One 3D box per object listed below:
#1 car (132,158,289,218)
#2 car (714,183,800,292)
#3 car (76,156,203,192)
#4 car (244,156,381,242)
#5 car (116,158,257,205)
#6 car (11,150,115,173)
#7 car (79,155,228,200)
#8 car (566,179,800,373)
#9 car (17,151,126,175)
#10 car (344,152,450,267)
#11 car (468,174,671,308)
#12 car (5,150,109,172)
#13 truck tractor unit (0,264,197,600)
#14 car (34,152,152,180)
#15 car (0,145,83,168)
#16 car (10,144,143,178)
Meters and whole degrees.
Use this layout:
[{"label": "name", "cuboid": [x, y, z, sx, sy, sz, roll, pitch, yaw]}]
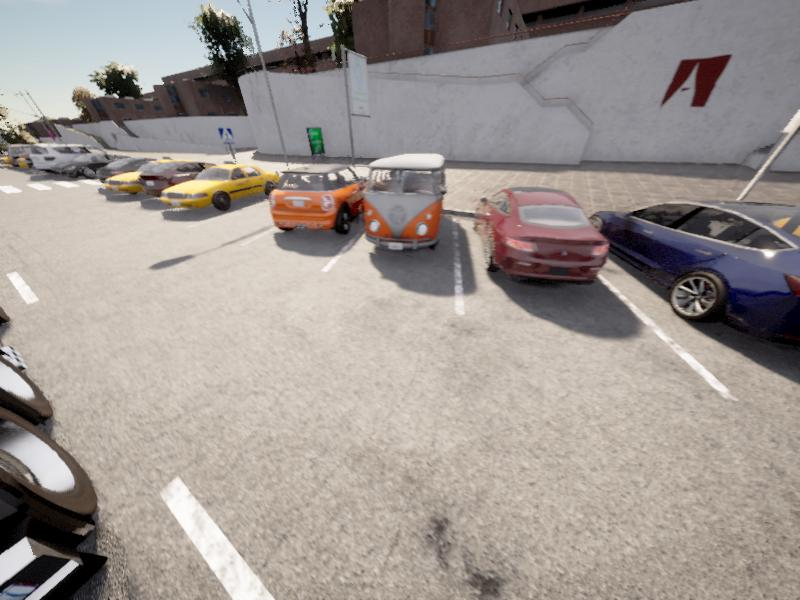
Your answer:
[{"label": "car", "cuboid": [-7.476, -5.180, 10.158, 1.946, 1.575, 5.366, 6, 35, 8]}, {"label": "car", "cuboid": [8.037, -0.125, 2.770, 1.946, 1.575, 5.366, 6, 34, 8]}, {"label": "car", "cuboid": [-15.199, -7.796, 14.007, 2.002, 1.452, 4.674, 6, 35, 8]}, {"label": "car", "cuboid": [-2.285, -3.670, 7.764, 2.185, 1.767, 4.553, 6, 35, 8]}, {"label": "car", "cuboid": [-10.028, -6.124, 11.577, 2.163, 1.488, 4.792, 6, 35, 8]}, {"label": "car", "cuboid": [-30.696, -12.875, 21.367, 2.231, 1.521, 4.892, 5, 34, 8]}, {"label": "car", "cuboid": [-12.643, -6.883, 12.608, 1.946, 1.575, 5.366, 6, 35, 8]}, {"label": "car", "cuboid": [5.478, -1.050, 4.205, 2.163, 1.488, 4.792, 5, 34, 8]}, {"label": "car", "cuboid": [-28.104, -12.045, 20.139, 2.097, 1.535, 5.008, 6, 35, 8]}, {"label": "car", "cuboid": [0.298, -2.856, 6.405, 1.878, 1.987, 4.442, 6, 35, 8]}, {"label": "car", "cuboid": [2.889, -1.862, 5.416, 2.002, 1.452, 4.674, 5, 35, 8]}, {"label": "car", "cuboid": [-33.245, -13.820, 22.755, 1.946, 1.575, 5.366, 5, 34, 8]}, {"label": "truck tractor unit", "cuboid": [-5.114, -0.297, 0.788, 6.516, 4.208, 3.053, 18, 39, 24]}, {"label": "car", "cuboid": [-22.935, -10.366, 17.678, 2.231, 1.521, 4.892, 6, 35, 8]}, {"label": "car", "cuboid": [-38.459, -15.505, 24.855, 1.878, 1.987, 4.442, 6, 35, 8]}, {"label": "car", "cuboid": [-25.527, -11.429, 18.787, 2.435, 2.045, 5.566, 6, 34, 8]}]
